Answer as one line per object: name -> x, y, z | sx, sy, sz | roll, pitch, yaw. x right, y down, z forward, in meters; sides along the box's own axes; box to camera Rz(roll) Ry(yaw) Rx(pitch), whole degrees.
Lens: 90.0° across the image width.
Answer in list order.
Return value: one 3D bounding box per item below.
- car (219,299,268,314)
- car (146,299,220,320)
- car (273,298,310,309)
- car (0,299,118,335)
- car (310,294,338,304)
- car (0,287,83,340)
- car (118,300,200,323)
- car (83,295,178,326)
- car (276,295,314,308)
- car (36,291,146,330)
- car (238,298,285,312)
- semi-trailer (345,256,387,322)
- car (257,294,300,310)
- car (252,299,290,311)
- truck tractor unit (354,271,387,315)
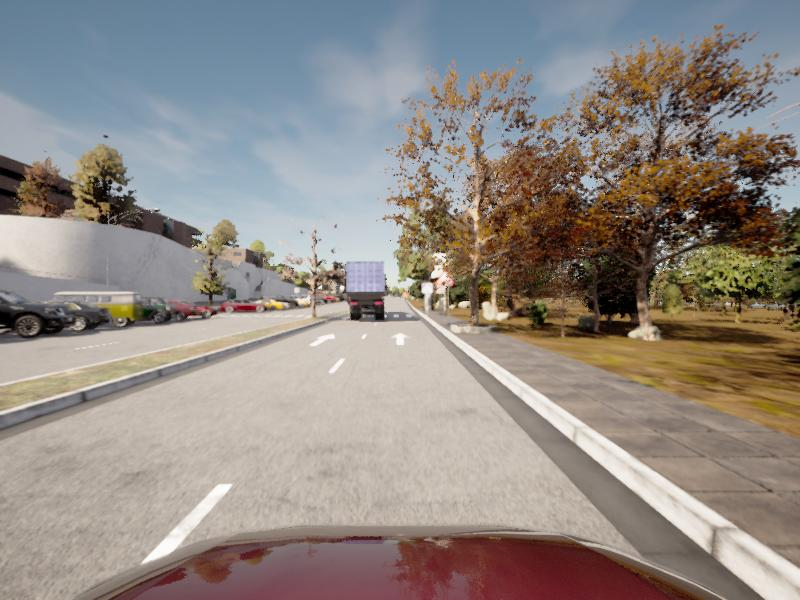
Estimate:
car -> -16.823, 0.667, 43.289 | 4.792, 1.488, 2.163 | -1, 0, -20
car -> -16.829, 0.732, 31.284 | 4.792, 1.488, 2.163 | -1, 0, -20
car -> -16.669, 0.482, 61.359 | 5.366, 1.575, 1.946 | -1, 0, -20
car -> -16.854, 0.769, 19.318 | 4.892, 1.521, 2.231 | -1, 1, -20
car -> -16.807, -0.269, 88.321 | 5.566, 2.045, 2.435 | -1, 1, -20
car -> -16.840, 0.533, 16.348 | 5.566, 2.045, 2.435 | -1, 0, -20
car -> -16.851, 0.759, 28.265 | 4.674, 1.452, 2.002 | -1, 1, -20
car -> -16.829, 0.610, 25.292 | 4.553, 1.767, 2.185 | -1, 1, -20
car -> -16.868, 0.196, 64.283 | 5.566, 2.045, 2.435 | -1, 1, -20
car -> -16.970, 0.528, 22.256 | 4.442, 1.987, 1.878 | -1, 1, -20
car -> -17.018, 0.602, 49.213 | 5.366, 1.575, 1.946 | -1, 1, -20
semi-trailer -> -2.636, -0.772, 33.794 | 2.717, 4.402, 14.254 | -1, 0, -3
car -> -16.821, 0.305, 55.303 | 5.566, 2.045, 2.435 | -1, 0, -20
car -> -16.849, 0.620, 52.286 | 4.674, 1.452, 2.002 | -1, 0, -20
truck tractor unit -> -2.948, -0.710, 41.698 | 3.053, 4.208, 6.516 | 0, 1, -1
